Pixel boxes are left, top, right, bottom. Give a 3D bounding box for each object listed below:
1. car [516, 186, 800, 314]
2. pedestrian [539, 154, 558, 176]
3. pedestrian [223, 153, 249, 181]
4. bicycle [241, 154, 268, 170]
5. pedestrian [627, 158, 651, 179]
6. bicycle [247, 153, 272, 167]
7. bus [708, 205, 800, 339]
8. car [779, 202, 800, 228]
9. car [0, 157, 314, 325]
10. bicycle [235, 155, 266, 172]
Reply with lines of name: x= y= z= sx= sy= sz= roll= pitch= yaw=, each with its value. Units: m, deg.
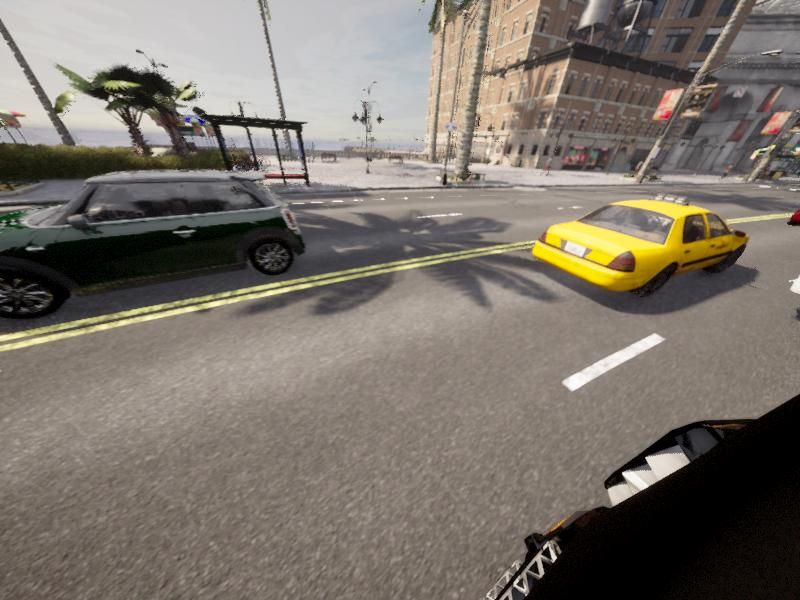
car: x=5.420 y=-1.392 z=4.923 sx=5.366 sy=1.575 sz=1.801 roll=-11 pitch=36 yaw=-20
pedestrian: x=14.905 y=-13.546 z=23.211 sx=0.751 sy=1.860 sz=0.751 roll=-10 pitch=36 yaw=-18
pedestrian: x=-9.093 y=-7.390 z=12.873 sx=0.751 sy=1.300 sz=0.751 roll=-13 pitch=37 yaw=-22
bicycle: x=-11.602 y=-11.037 z=18.483 sx=1.643 sy=1.024 sz=0.373 roll=-10 pitch=36 yaw=-18
pedestrian: x=25.308 y=-13.939 z=24.502 sx=0.751 sy=1.860 sz=0.751 roll=-4 pitch=34 yaw=-10
bicycle: x=-12.646 y=-12.641 z=20.816 sx=1.643 sy=1.024 sz=0.373 roll=-10 pitch=36 yaw=-18
bus: x=11.296 y=-1.587 z=3.212 sx=10.273 sy=4.253 sz=3.944 roll=-11 pitch=36 yaw=-18
car: x=18.440 y=-3.599 z=9.302 sx=4.181 sy=1.385 sz=1.994 roll=-10 pitch=36 yaw=-18
car: x=-4.214 y=-1.346 z=4.014 sx=4.553 sy=1.767 sz=2.097 roll=-16 pitch=38 yaw=-25
bicycle: x=-10.906 y=-9.968 z=16.927 sx=1.643 sy=1.024 sz=0.373 roll=-10 pitch=36 yaw=-18
